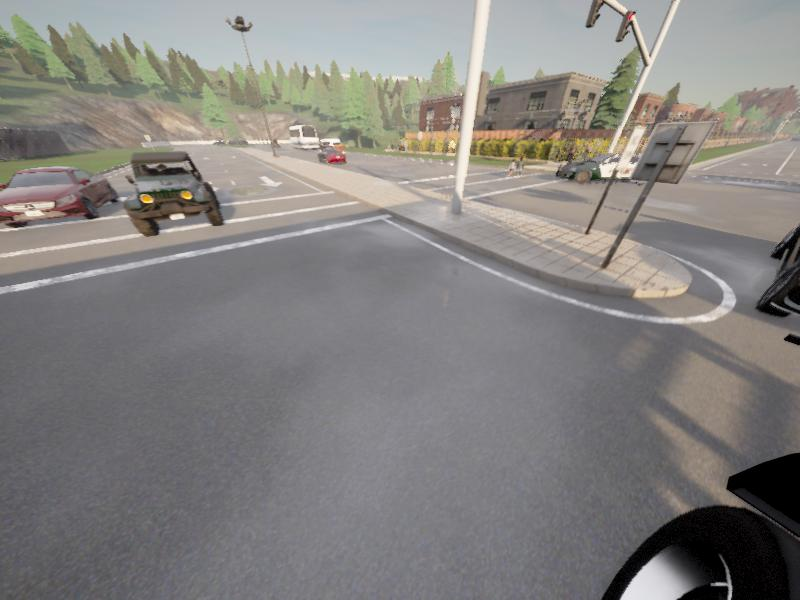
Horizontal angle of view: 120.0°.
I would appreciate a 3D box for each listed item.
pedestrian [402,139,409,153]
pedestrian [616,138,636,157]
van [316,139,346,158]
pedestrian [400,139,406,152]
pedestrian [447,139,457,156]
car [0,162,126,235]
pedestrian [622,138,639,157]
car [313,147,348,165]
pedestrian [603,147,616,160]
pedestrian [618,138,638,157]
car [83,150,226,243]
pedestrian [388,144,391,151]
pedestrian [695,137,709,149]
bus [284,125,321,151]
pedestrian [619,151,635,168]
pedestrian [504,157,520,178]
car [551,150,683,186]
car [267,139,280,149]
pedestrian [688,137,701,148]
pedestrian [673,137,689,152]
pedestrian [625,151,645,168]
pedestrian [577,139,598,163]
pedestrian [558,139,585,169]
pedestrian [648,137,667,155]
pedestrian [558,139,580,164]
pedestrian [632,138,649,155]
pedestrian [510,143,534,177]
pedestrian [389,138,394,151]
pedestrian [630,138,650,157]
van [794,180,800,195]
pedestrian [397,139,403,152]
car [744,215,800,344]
[{"bbox_3d":[0.918,-24.772,37.060,0.751,1.860,0.751,-23,41,-28],"label":"pedestrian"},{"bbox_3d":[26.077,-17.592,26.678,0.751,1.860,0.751,-21,40,-27],"label":"pedestrian"},{"bbox_3d":[-9.813,-21.456,32.604,2.069,2.038,4.480,-25,42,-30],"label":"van"},{"bbox_3d":[0.466,-25.156,37.609,0.751,1.860,0.751,-20,40,-26],"label":"pedestrian"},{"bbox_3d":[6.766,-20.022,30.284,0.751,1.860,0.751,-22,41,-27],"label":"pedestrian"},{"bbox_3d":[-12.044,-3.854,8.209,1.812,1.442,4.674,-22,40,-27],"label":"car"},{"bbox_3d":[27.734,-18.386,27.789,0.751,1.860,0.751,28,44,34],"label":"pedestrian"},{"bbox_3d":[-7.332,-15.205,24.313,1.994,1.385,4.181,-22,40,-27],"label":"car"},{"bbox_3d":[21.375,-14.938,23.619,0.500,1.100,0.500,-23,41,-29],"label":"pedestrian"},{"bbox_3d":[26.969,-18.067,27.344,0.751,1.860,0.751,-18,39,-24],"label":"pedestrian"},{"bbox_3d":[-7.111,-3.481,7.251,1.905,1.878,3.866,-22,41,-27],"label":"car"},{"bbox_3d":[-1.903,-26.960,40.842,0.500,1.100,0.500,2,35,3],"label":"pedestrian"},{"bbox_3d":[56.662,-29.527,43.325,0.751,1.860,0.751,-25,42,-30],"label":"pedestrian"},{"bbox_3d":[-21.166,-35.019,49.992,3.944,4.253,10.273,-22,40,-27],"label":"bus"},{"bbox_3d":[17.485,-10.805,17.797,0.500,1.100,0.500,25,42,31],"label":"pedestrian"},{"bbox_3d":[7.284,-8.653,15.099,0.500,1.100,0.500,-22,41,-28],"label":"pedestrian"},{"bbox_3d":[11.986,-7.630,13.281,4.974,1.542,2.038,7,36,10],"label":"car"},{"bbox_3d":[-32.328,-39.986,59.170,1.905,1.878,3.866,-22,40,-27],"label":"car"},{"bbox_3d":[56.368,-30.172,44.241,0.751,1.860,0.751,-23,41,-28],"label":"pedestrian"},{"bbox_3d":[43.644,-24.230,35.932,0.751,1.860,0.751,-22,41,-28],"label":"pedestrian"},{"bbox_3d":[18.018,-10.763,17.733,0.500,1.100,0.500,9,36,13],"label":"pedestrian"},{"bbox_3d":[17.105,-13.618,21.126,0.751,1.860,0.751,30,45,35],"label":"pedestrian"},{"bbox_3d":[12.712,-10.835,17.169,0.751,1.860,0.751,-22,41,-28],"label":"pedestrian"},{"bbox_3d":[34.013,-20.349,30.518,0.751,1.860,0.751,-22,41,-27],"label":"pedestrian"},{"bbox_3d":[15.011,-13.184,20.529,0.751,1.860,0.751,-22,40,-27],"label":"pedestrian"},{"bbox_3d":[31.101,-19.851,29.836,0.751,1.860,0.751,-28,44,-33],"label":"pedestrian"},{"bbox_3d":[8.016,-9.212,15.242,0.751,1.860,0.751,-29,44,-34],"label":"pedestrian"},{"bbox_3d":[-1.507,-28.035,41.703,0.751,1.860,0.751,9,36,13],"label":"pedestrian"},{"bbox_3d":[28.449,-18.114,27.399,0.751,1.860,0.751,-22,40,-27],"label":"pedestrian"},{"bbox_3d":[20.415,-5.974,10.473,4.442,1.987,1.775,-22,41,-28],"label":"van"},{"bbox_3d":[0.046,-25.481,38.072,0.751,1.860,0.751,-23,41,-29],"label":"pedestrian"},{"bbox_3d":[7.701,-0.651,3.351,5.027,1.651,2.152,-22,41,-28],"label":"car"}]
